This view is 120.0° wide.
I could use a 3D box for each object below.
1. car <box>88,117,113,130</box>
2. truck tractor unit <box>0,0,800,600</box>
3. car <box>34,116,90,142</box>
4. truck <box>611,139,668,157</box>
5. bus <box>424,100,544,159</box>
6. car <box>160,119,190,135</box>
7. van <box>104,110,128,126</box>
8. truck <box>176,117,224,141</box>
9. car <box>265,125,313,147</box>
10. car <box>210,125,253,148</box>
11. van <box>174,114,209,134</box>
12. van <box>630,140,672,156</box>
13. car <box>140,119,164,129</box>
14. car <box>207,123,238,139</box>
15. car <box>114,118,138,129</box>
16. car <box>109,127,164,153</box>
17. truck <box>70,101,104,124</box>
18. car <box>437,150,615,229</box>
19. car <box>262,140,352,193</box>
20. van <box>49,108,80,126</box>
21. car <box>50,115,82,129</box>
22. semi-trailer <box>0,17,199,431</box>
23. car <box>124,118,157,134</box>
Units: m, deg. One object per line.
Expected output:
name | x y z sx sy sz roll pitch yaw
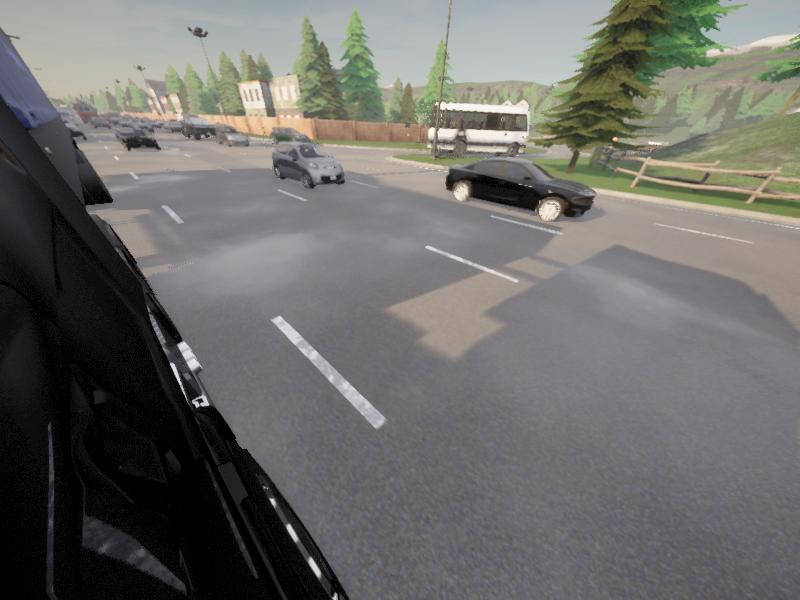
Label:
car | -47.981 -28.304 36.978 4.892 1.490 1.837 29 44 32
truck tractor unit | -2.645 -0.295 0.352 6.516 4.208 3.053 28 44 30
car | -30.764 -15.657 21.145 5.027 1.651 2.152 30 44 31
truck | 40.186 -25.737 38.921 6.274 2.098 2.390 30 45 31
bus | 8.176 -17.570 24.098 10.273 4.253 3.944 -2 37 -6
car | -33.567 -25.754 34.411 5.238 1.638 1.930 30 44 31
van | -60.238 -38.606 48.995 5.915 2.561 1.988 30 44 31
truck | -23.932 -20.416 27.551 6.274 2.098 2.390 30 44 31
car | -12.507 -18.637 26.194 4.553 1.767 2.097 17 39 18
car | -16.382 -15.881 22.414 3.988 1.617 1.851 30 44 31
van | -35.451 -29.984 39.272 6.366 2.431 2.351 30 44 31
van | 43.623 -26.543 40.319 4.442 1.987 1.775 30 45 31
car | -47.649 -33.733 44.311 5.357 1.411 2.033 30 44 31
car | -24.479 -23.354 31.843 3.988 1.617 1.851 30 45 31
car | -50.861 -32.748 42.783 5.357 1.411 2.033 30 44 31
car | -19.915 -12.127 17.430 4.718 1.301 1.895 30 44 31
truck | -71.329 -42.653 52.611 8.468 3.827 2.891 30 44 31
car | 4.011 -4.159 8.194 5.008 1.535 1.882 30 44 31
car | -4.013 -5.931 10.029 3.633 1.501 1.845 30 44 31
van | -62.949 -34.448 43.389 6.366 2.431 2.351 30 44 31
car | -49.768 -26.497 34.457 4.792 1.488 2.163 30 44 31
semi-trailer | -8.580 -3.691 4.329 14.254 4.402 2.717 30 44 31
car | -37.495 -25.190 33.373 4.611 1.667 2.242 30 44 31
